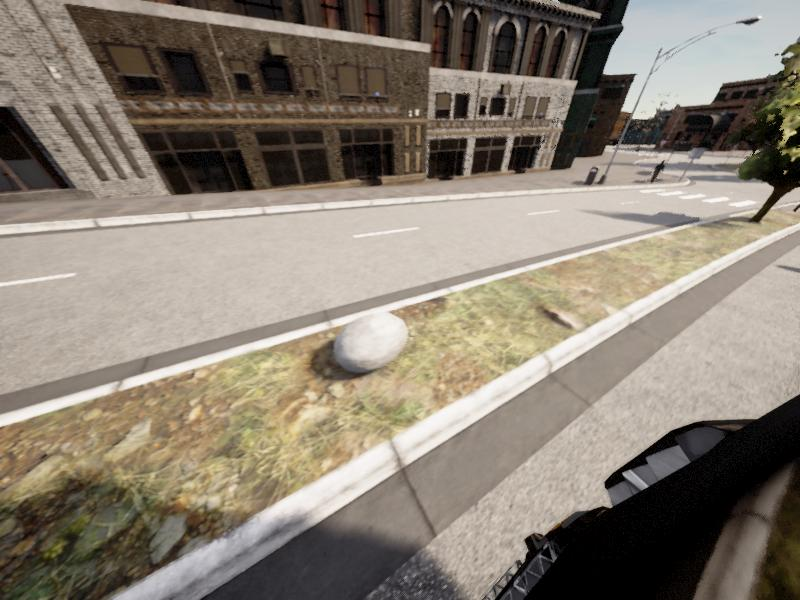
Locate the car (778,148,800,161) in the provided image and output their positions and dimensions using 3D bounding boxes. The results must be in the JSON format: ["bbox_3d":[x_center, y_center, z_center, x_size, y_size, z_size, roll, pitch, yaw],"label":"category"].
[{"bbox_3d":[60.869,-21.877,34.655,3.705,1.549,1.789,16,40,23],"label":"car"}]

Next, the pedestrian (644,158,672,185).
[{"bbox_3d":[21.581,-10.744,19.342,0.751,1.860,0.751,-29,44,-33],"label":"pedestrian"}]

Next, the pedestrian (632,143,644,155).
[{"bbox_3d":[48.677,-30.883,47.248,0.751,1.860,0.751,2,36,5],"label":"pedestrian"}]
